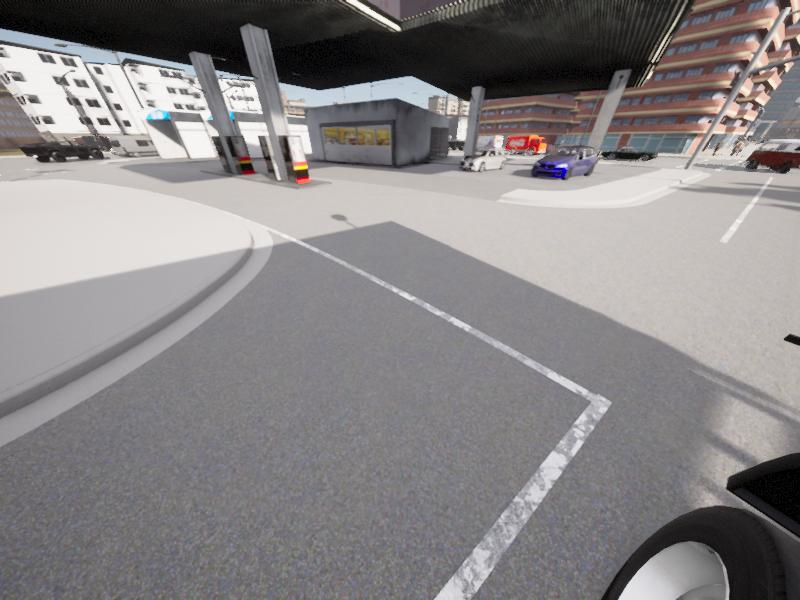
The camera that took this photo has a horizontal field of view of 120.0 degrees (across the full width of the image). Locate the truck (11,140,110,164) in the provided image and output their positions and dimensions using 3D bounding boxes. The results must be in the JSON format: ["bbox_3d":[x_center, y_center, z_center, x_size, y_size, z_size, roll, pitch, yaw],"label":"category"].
[{"bbox_3d":[-39.698,-17.708,27.476,2.390,2.098,6.274,0,35,0],"label":"truck"}]

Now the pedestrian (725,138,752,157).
[{"bbox_3d":[41.410,-18.666,28.280,0.751,1.860,0.751,5,35,7],"label":"pedestrian"}]

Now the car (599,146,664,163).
[{"bbox_3d":[25.716,-16.320,25.833,1.895,1.301,4.718,-23,41,-29],"label":"car"}]

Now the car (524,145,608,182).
[{"bbox_3d":[10.495,-8.734,14.613,4.611,1.667,2.242,-22,41,-28],"label":"car"}]

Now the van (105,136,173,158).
[{"bbox_3d":[-38.070,-22.626,34.071,1.988,2.561,5.915,9,36,13],"label":"van"}]

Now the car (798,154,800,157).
[{"bbox_3d":[53.724,-19.487,29.663,4.605,1.855,1.932,-23,41,-27],"label":"car"}]

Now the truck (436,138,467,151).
[{"bbox_3d":[10.490,-32.092,47.625,2.390,2.098,6.274,-23,41,-29],"label":"truck"}]

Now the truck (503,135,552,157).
[{"bbox_3d":[18.447,-22.524,33.689,2.627,2.467,5.204,-23,40,-29],"label":"truck"}]

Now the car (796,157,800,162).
[{"bbox_3d":[44.013,-15.532,24.100,4.605,1.855,1.932,-23,41,-28],"label":"car"}]

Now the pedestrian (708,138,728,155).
[{"bbox_3d":[41.651,-20.064,30.254,0.751,1.860,0.751,-29,44,-35],"label":"pedestrian"}]

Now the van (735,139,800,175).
[{"bbox_3d":[28.880,-10.599,17.044,2.069,2.038,4.480,10,36,11],"label":"van"}]

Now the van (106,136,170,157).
[{"bbox_3d":[-40.841,-24.239,36.377,1.988,2.561,5.915,11,37,16],"label":"van"}]

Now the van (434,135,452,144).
[{"bbox_3d":[15.308,-57.005,82.171,6.366,2.431,2.351,-23,41,-27],"label":"van"}]

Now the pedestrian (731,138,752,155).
[{"bbox_3d":[45.701,-20.533,30.909,0.751,1.860,0.751,-29,44,-35],"label":"pedestrian"}]

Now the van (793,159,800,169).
[{"bbox_3d":[35.154,-11.991,18.985,4.480,2.038,2.069,-22,41,-28],"label":"van"}]

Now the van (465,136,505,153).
[{"bbox_3d":[15.335,-28.404,42.073,2.351,2.431,6.366,-23,41,-29],"label":"van"}]

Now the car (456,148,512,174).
[{"bbox_3d":[6.570,-11.046,18.199,3.806,1.475,1.970,-22,41,-28],"label":"car"}]

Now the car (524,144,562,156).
[{"bbox_3d":[21.705,-22.947,35.207,1.994,1.385,4.181,-23,41,-29],"label":"car"}]
